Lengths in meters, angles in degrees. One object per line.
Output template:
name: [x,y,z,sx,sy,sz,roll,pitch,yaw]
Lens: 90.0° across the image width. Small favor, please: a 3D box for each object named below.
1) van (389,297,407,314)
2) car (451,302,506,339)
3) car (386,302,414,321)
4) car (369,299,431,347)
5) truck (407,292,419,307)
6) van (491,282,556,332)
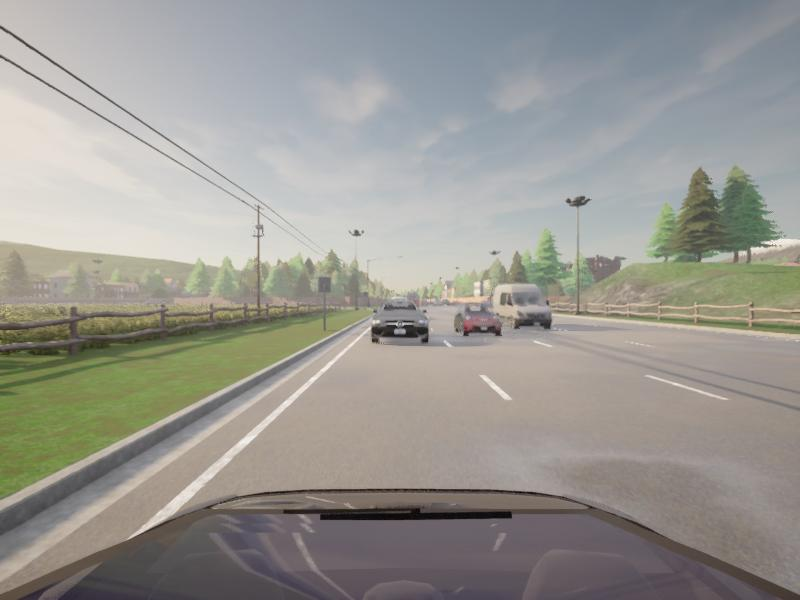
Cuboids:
van: [-0.277,0.654,52.282,2.069,2.038,4.480,1,0,-3]
car: [3.497,0.858,18.437,1.845,1.501,3.633,0,0,0]
car: [-0.003,0.907,33.767,2.163,1.488,4.792,0,0,0]
car: [-0.002,0.808,16.378,2.152,1.651,5.027,0,0,0]
truck: [3.481,-0.148,108.118,2.891,3.827,8.468,0,0,0]
van: [7.004,0.362,23.386,1.988,2.561,5.915,0,0,0]
